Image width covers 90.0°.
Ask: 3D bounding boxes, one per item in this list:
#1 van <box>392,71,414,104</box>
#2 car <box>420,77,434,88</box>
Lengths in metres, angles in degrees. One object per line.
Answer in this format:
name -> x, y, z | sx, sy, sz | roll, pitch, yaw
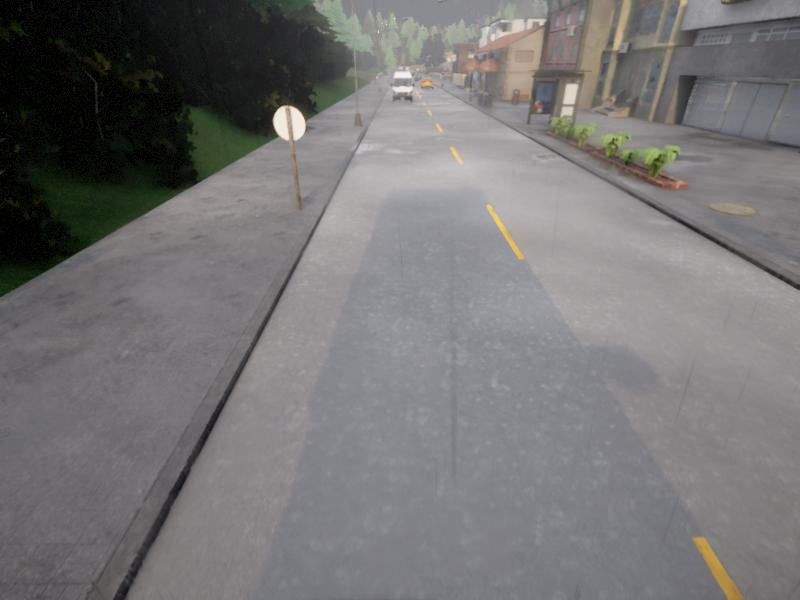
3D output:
van -> 0.254, -20.891, 39.199 | 1.988, 2.561, 5.915 | 0, 30, 0
car -> 4.273, -34.937, 64.204 | 1.882, 1.535, 5.008 | 0, 30, 0
